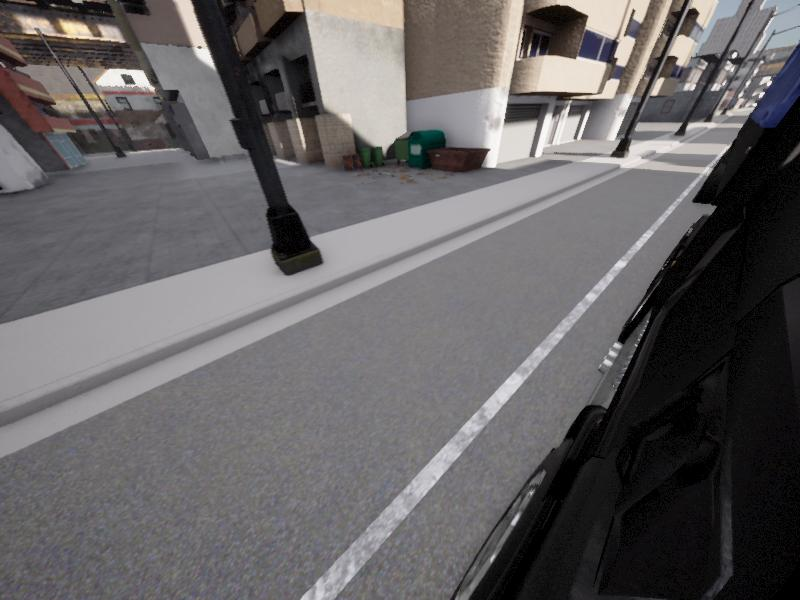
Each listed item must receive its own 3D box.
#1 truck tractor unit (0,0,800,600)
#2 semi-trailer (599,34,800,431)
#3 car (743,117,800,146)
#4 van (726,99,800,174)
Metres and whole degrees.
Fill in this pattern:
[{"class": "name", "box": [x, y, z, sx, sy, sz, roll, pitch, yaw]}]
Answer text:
[{"class": "truck tractor unit", "box": [2.645, -0.295, 0.351, 6.516, 4.208, 3.053, -28, 44, -30]}, {"class": "semi-trailer", "box": [8.649, -3.644, 4.267, 14.254, 4.402, 2.717, -29, 44, -30]}, {"class": "car", "box": [28.329, -12.767, 17.453, 4.902, 1.511, 2.128, -28, 44, -29]}, {"class": "van", "box": [18.252, -7.766, 10.799, 6.366, 2.431, 2.351, -28, 44, -29]}]
